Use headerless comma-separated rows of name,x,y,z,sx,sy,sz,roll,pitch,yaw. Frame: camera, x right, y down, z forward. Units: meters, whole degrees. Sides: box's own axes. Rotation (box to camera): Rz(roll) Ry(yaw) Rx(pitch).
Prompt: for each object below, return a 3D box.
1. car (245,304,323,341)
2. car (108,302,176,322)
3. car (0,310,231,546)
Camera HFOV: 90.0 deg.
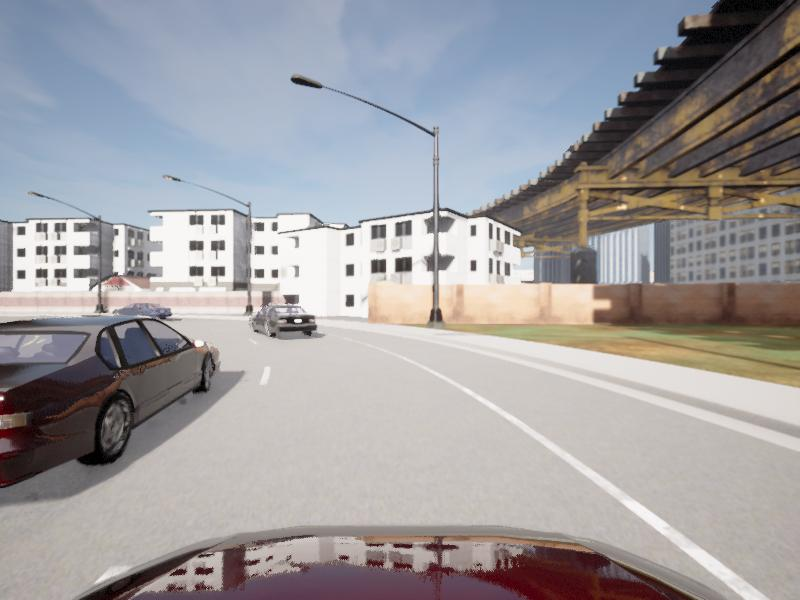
car,-5.458,0.899,18.313,2.033,1.411,5.357,0,0,-32
car,-20.279,0.907,31.434,5.357,1.411,2.033,0,0,26
car,-3.891,0.897,5.099,2.033,1.411,5.357,0,0,-10
